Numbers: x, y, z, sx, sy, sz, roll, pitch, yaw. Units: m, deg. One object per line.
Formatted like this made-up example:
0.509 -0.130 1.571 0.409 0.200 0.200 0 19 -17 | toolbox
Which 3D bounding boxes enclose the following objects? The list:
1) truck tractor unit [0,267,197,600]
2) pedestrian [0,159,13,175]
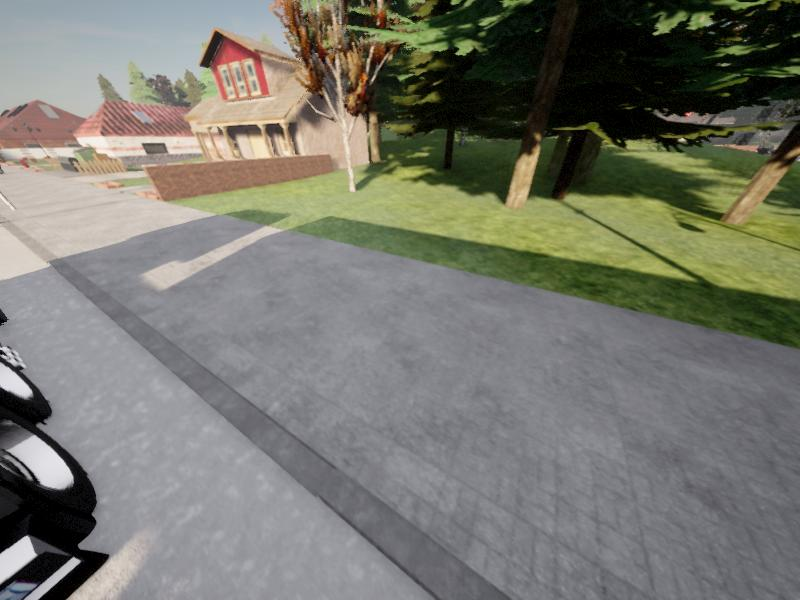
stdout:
-5.118 -0.293 0.776 6.516 4.208 3.053 18 39 24 | truck tractor unit
-32.302 -11.040 18.318 0.751 1.860 0.751 20 40 26 | pedestrian
